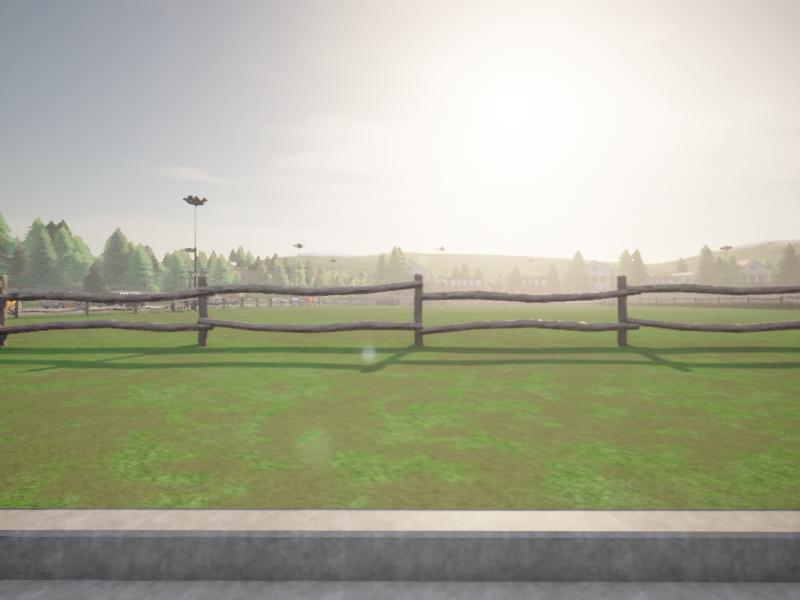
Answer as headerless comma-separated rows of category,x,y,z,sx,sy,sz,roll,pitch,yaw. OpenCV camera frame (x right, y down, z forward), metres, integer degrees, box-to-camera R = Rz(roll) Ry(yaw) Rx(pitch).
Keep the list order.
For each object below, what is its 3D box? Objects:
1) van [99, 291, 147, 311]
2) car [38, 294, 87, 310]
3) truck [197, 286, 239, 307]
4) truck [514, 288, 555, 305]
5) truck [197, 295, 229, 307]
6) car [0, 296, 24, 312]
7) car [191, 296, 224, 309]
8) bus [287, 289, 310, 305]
van,-30.238,0.124,43.901,2.069,2.038,4.480,0,0,1
car,-40.659,0.229,48.364,1.932,1.855,4.605,0,0,1
truck,-35.190,-0.670,77.745,2.891,3.827,8.468,0,0,13
truck,30.768,-0.718,91.713,8.468,3.827,2.891,0,0,1
truck,-33.045,0.172,70.935,2.390,2.098,6.274,0,0,5
car,-37.375,0.361,36.275,1.882,1.535,5.008,0,0,1
car,-26.526,0.336,55.320,2.242,1.667,4.611,0,0,1
bus,-28.850,-0.786,114.320,3.944,4.253,10.273,0,0,1
